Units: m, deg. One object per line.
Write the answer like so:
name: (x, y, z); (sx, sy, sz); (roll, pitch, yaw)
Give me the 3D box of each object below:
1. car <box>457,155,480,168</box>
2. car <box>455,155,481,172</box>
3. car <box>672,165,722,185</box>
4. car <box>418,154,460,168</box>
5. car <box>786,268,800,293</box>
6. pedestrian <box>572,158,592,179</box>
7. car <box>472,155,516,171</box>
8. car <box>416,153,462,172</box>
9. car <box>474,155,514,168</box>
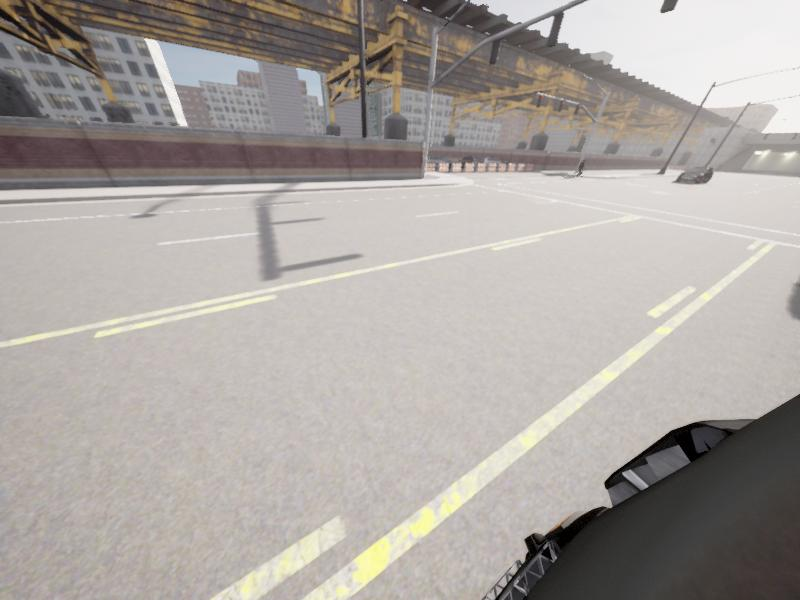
car: (8.652, -17.438, 29.030); (1.853, 1.218, 4.536); (16, 36, 19)
car: (8.625, -17.281, 29.077); (2.038, 1.542, 4.974); (16, 36, 19)
car: (33.624, -14.182, 26.142); (4.856, 1.649, 2.033); (-16, 38, -25)
car: (4.579, -16.288, 27.014); (4.536, 1.218, 1.853); (10, 34, 10)
car: (10.089, -0.842, 4.512); (3.633, 1.501, 1.845); (-16, 38, -25)
pedestrian: (19.527, -14.139, 24.831); (0.751, 1.860, 0.751); (3, 34, 1)
car: (12.903, -18.987, 31.943); (4.974, 1.542, 2.038); (1, 34, -2)
car: (4.623, -16.149, 27.092); (4.974, 1.542, 2.038); (10, 34, 10)
car: (12.857, -19.119, 31.854); (4.536, 1.218, 1.853); (1, 34, -2)
